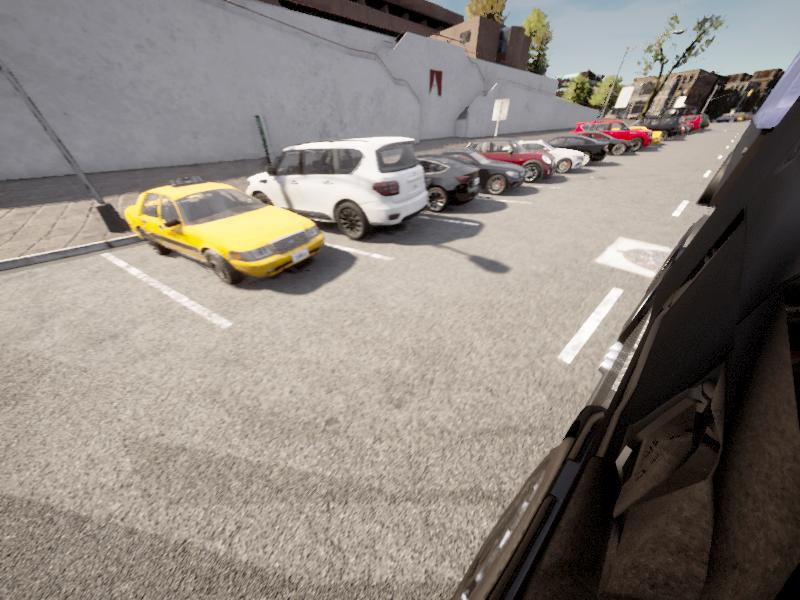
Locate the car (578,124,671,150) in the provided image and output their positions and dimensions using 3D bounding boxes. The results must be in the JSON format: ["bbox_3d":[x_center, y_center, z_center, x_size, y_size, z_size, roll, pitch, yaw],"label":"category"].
[{"bbox_3d":[18.913,-14.001,19.944,5.366,1.575,1.946,17,40,26],"label":"car"}]

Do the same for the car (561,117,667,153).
[{"bbox_3d":[16.466,-13.017,18.380,5.566,2.045,2.435,17,40,26],"label":"car"}]

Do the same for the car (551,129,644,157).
[{"bbox_3d":[14.180,-11.561,17.055,4.792,1.488,2.163,17,40,26],"label":"car"}]

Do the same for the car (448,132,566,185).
[{"bbox_3d":[4.923,-6.789,11.036,4.553,1.767,2.185,17,40,26],"label":"car"}]

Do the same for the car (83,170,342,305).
[{"bbox_3d":[-4.090,-1.764,5.025,5.366,1.575,1.946,17,40,25],"label":"car"}]

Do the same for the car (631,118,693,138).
[{"bbox_3d":[32.512,-21.474,28.930,4.553,1.767,2.185,17,40,25],"label":"car"}]

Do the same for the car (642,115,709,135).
[{"bbox_3d":[39.406,-25.206,33.348,5.566,2.045,2.435,17,41,25],"label":"car"}]

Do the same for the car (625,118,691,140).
[{"bbox_3d":[30.264,-20.239,27.399,4.553,1.767,2.185,17,41,25],"label":"car"}]

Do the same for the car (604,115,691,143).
[{"bbox_3d":[25.605,-17.919,24.357,5.566,2.045,2.435,17,41,26],"label":"car"}]

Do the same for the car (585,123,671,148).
[{"bbox_3d":[20.886,-15.318,21.590,5.366,1.575,1.946,17,41,26],"label":"car"}]

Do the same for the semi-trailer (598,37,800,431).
[{"bbox_3d":[8.696,-3.594,4.248,14.254,4.402,2.717,-28,43,-30],"label":"semi-trailer"}]

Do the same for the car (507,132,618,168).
[{"bbox_3d":[9.558,-9.128,14.069,5.008,1.535,2.097,17,41,26],"label":"car"}]

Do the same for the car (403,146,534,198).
[{"bbox_3d":[2.659,-5.424,9.632,4.674,1.452,2.002,17,40,25],"label":"car"}]

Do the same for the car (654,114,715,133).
[{"bbox_3d":[46.327,-28.831,37.842,5.566,2.045,2.435,17,41,26],"label":"car"}]

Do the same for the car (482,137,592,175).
[{"bbox_3d":[7.255,-7.873,12.611,4.674,1.452,2.002,17,40,26],"label":"car"}]

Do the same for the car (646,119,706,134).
[{"bbox_3d":[41.584,-26.256,35.062,5.366,1.575,1.946,17,41,25],"label":"car"}]

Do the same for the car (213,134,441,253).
[{"bbox_3d":[-1.984,-3.230,6.470,5.566,2.045,2.435,17,41,25],"label":"car"}]

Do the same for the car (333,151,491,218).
[{"bbox_3d":[0.326,-4.217,8.131,4.792,1.488,2.163,17,41,25],"label":"car"}]

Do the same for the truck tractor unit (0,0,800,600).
[{"bbox_3d":[2.645,-0.295,0.352,6.516,4.208,3.053,-28,44,-30],"label":"truck tractor unit"}]

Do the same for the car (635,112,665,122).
[{"bbox_3d":[62.335,-45.706,57.702,1.932,1.855,4.605,-27,48,-31],"label":"car"}]

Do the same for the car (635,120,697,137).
[{"bbox_3d":[34.840,-22.578,30.492,4.892,1.521,2.231,17,40,25],"label":"car"}]
